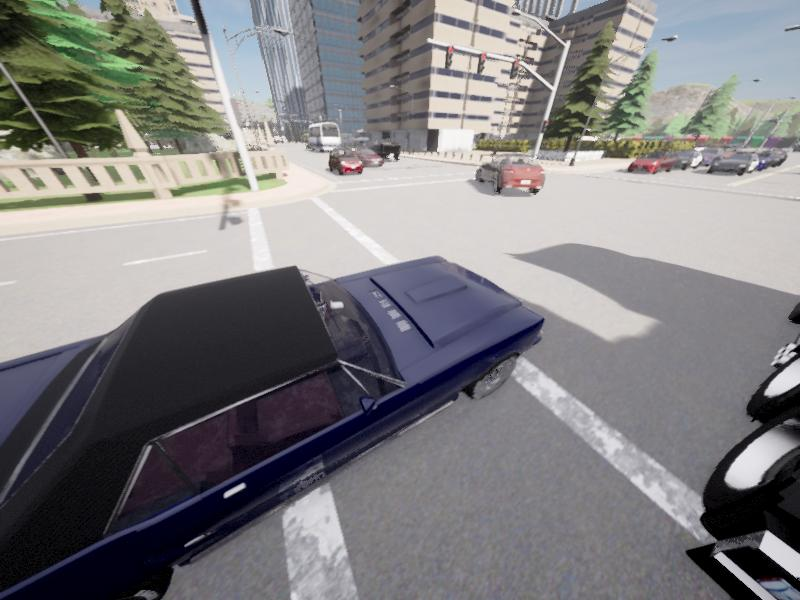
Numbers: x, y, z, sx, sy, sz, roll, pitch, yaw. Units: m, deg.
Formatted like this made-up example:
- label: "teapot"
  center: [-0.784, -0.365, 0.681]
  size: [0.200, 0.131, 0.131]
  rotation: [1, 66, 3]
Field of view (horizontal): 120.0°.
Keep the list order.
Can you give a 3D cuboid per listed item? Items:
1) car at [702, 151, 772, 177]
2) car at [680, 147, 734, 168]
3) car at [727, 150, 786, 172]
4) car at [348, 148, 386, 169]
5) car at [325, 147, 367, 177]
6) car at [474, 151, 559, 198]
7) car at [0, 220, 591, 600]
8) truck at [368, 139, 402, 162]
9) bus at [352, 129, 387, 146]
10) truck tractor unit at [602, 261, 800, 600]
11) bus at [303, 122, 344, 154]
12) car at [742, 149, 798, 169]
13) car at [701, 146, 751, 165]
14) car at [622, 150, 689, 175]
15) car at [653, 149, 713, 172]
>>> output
- label: "car"
  center: [27.516, -11.188, 18.875]
  size: [4.974, 1.542, 2.038]
  rotation: [-18, 39, -24]
- label: "car"
  center: [32.707, -15.248, 24.632]
  size: [4.856, 1.649, 2.033]
  rotation: [-18, 39, -24]
- label: "car"
  center: [33.561, -13.163, 21.760]
  size: [4.514, 1.525, 2.007]
  rotation: [-18, 39, -24]
- label: "car"
  center: [-3.272, -13.691, 22.175]
  size: [1.812, 1.442, 4.674]
  rotation: [-18, 39, -24]
- label: "car"
  center: [-4.191, -10.586, 17.600]
  size: [1.851, 1.617, 3.988]
  rotation: [-17, 39, -23]
- label: "car"
  center: [5.825, -6.939, 12.503]
  size: [2.152, 1.651, 5.027]
  rotation: [1, 35, 1]
- label: "car"
  center: [-0.828, 0.505, 2.111]
  size: [4.718, 1.301, 1.895]
  rotation: [-18, 39, -24]
- label: "truck"
  center: [-1.973, -18.338, 28.237]
  size: [2.390, 2.098, 6.274]
  rotation: [-11, 37, -16]
- label: "bus"
  center: [-9.777, -52.403, 74.692]
  size: [10.273, 4.253, 3.944]
  rotation: [-18, 39, -24]
- label: "truck tractor unit"
  center: [5.109, -0.303, 0.781]
  size: [6.516, 4.208, 3.053]
  rotation: [-18, 39, -24]
- label: "bus"
  center: [-14.141, -29.602, 42.273]
  size: [3.944, 4.253, 10.273]
  rotation: [-18, 39, -24]
- label: "car"
  center: [39.075, -14.962, 24.395]
  size: [4.902, 1.511, 2.128]
  rotation: [-18, 39, -24]
- label: "car"
  center: [38.795, -17.260, 27.526]
  size: [4.611, 1.667, 2.242]
  rotation: [-18, 39, -25]
- label: "car"
  center: [21.256, -11.503, 19.258]
  size: [4.514, 1.525, 2.007]
  rotation: [-17, 39, -23]
- label: "car"
  center: [26.685, -13.239, 21.788]
  size: [4.974, 1.542, 2.038]
  rotation: [-18, 39, -24]
